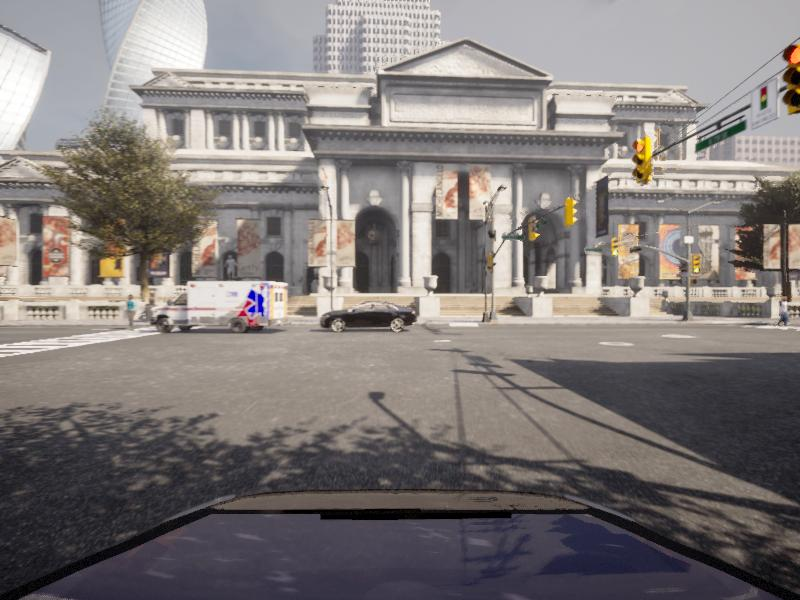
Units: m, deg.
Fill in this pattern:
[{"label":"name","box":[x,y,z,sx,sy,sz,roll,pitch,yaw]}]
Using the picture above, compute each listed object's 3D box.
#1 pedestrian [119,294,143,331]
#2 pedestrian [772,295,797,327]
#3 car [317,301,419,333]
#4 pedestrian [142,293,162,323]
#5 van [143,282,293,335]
[{"label":"pedestrian","box":[-13.803,0.624,20.552,0.751,1.860,0.751,0,0,-6]},{"label":"pedestrian","box":[23.046,0.658,23.998,0.751,1.860,0.751,0,0,6]},{"label":"car","box":[-1.588,0.834,20.414,4.902,1.511,2.128,0,0,-3]},{"label":"pedestrian","box":[-15.555,0.470,25.088,0.751,1.860,0.751,0,0,0]},{"label":"van","box":[-8.796,0.370,19.709,6.366,2.431,2.351,0,0,5]}]
